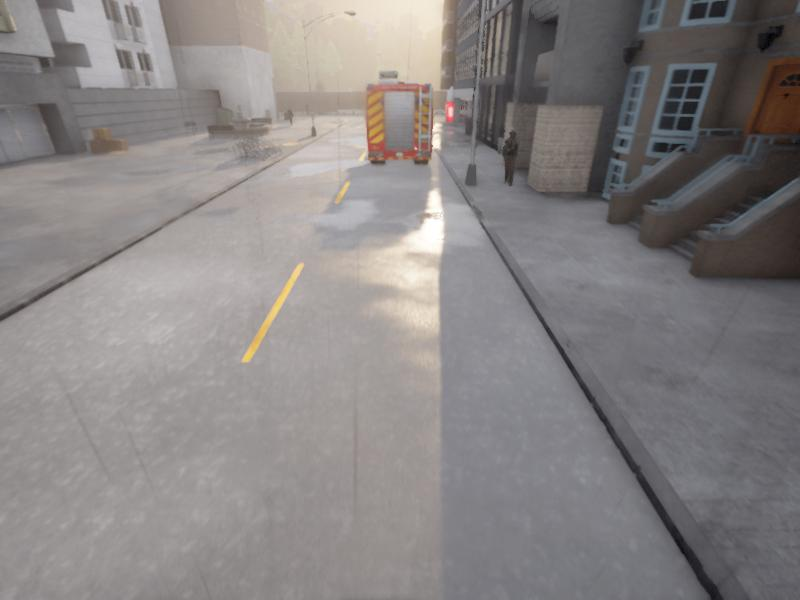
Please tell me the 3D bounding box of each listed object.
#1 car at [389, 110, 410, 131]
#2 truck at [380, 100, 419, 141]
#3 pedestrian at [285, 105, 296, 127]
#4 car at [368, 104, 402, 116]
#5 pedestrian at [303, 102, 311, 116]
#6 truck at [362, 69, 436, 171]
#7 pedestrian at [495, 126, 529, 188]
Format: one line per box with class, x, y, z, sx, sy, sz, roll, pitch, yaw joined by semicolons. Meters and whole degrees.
car;-0.041;-16.735;37.209;1.837;1.490;4.892;0;27;0
truck;-0.036;-13.416;29.748;2.627;2.467;5.204;0;27;0
pedestrian;-10.686;-17.961;39.062;0.751;1.860;0.751;-5;28;-9
car;-2.161;-27.995;58.908;5.008;1.535;1.882;-1;27;0
pedestrian;-13.683;-28.194;59.026;0.751;1.860;0.751;0;27;0
truck;-0.025;-9.296;20.329;2.891;3.827;8.468;0;27;0
pedestrian;3.758;-4.824;13.512;0.751;1.860;0.751;0;27;1
